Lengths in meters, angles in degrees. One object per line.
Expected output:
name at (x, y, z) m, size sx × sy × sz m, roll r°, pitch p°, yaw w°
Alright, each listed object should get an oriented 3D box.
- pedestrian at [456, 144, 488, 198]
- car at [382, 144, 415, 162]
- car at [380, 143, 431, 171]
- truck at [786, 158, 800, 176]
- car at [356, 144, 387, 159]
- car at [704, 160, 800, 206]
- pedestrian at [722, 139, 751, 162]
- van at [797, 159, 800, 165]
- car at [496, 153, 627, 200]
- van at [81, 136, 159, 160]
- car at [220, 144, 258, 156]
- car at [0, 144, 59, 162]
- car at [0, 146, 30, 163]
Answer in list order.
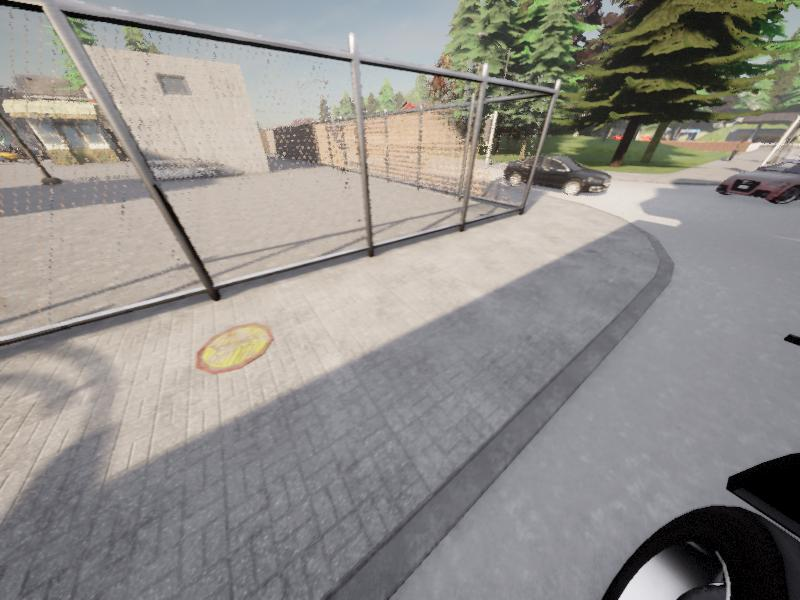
pedestrian at (3.002, -5.428, 9.741) m, size 0.751 × 1.860 × 0.751 m, roll 26°, pitch 43°, yaw 32°
car at (-0.249, -16.989, 26.626) m, size 1.851 × 1.617 × 3.988 m, roll -22°, pitch 41°, yaw -28°
car at (0.362, -12.579, 20.133) m, size 1.932 × 1.855 × 4.605 m, roll -22°, pitch 40°, yaw -28°
truck at (29.025, -9.639, 15.271) m, size 5.204 × 2.467 × 2.627 m, roll -21°, pitch 40°, yaw -28°
car at (-3.861, -20.061, 31.080) m, size 2.007 × 1.525 × 4.514 m, roll -23°, pitch 41°, yaw -29°
car at (16.289, -4.962, 9.653) m, size 4.181 × 1.385 × 1.994 m, roll -3°, pitch 36°, yaw -4°
pedestrian at (32.648, -14.503, 22.428) m, size 0.751 × 1.860 × 0.751 m, roll -23°, pitch 41°, yaw -28°
van at (39.946, -14.119, 21.468) m, size 5.915 × 2.561 × 1.988 m, roll -22°, pitch 40°, yaw -28°
car at (7.692, -6.398, 11.640) m, size 1.837 × 1.490 × 4.892 m, roll -22°, pitch 41°, yaw -28°
van at (-37.104, -20.465, 31.003) m, size 5.915 × 2.561 × 1.988 m, roll -22°, pitch 40°, yaw -28°
car at (-26.108, -24.478, 37.575) m, size 4.674 × 1.442 × 1.812 m, roll -22°, pitch 41°, yaw -28°
car at (-47.779, -18.593, 29.178) m, size 4.611 × 1.667 × 2.242 m, roll -22°, pitch 41°, yaw -28°
car at (-46.770, -16.203, 25.857) m, size 5.366 × 1.575 × 1.801 m, roll -22°, pitch 41°, yaw -28°
